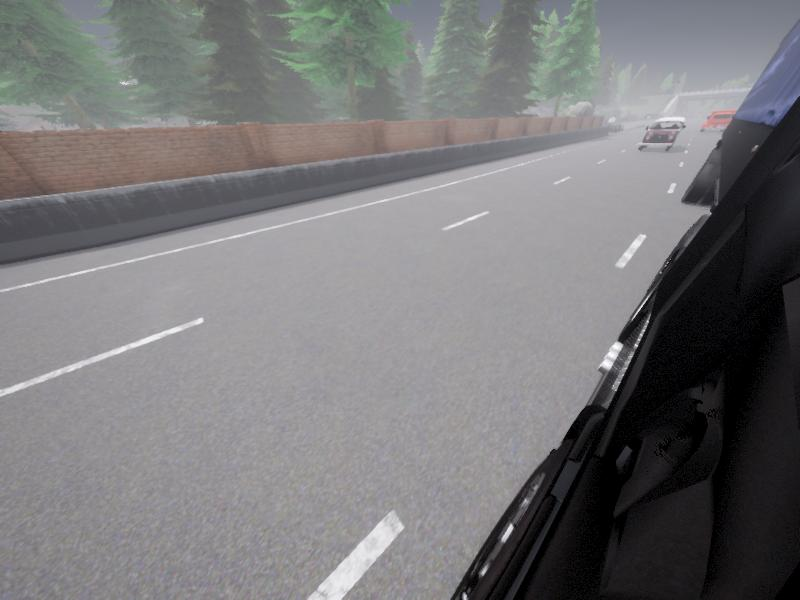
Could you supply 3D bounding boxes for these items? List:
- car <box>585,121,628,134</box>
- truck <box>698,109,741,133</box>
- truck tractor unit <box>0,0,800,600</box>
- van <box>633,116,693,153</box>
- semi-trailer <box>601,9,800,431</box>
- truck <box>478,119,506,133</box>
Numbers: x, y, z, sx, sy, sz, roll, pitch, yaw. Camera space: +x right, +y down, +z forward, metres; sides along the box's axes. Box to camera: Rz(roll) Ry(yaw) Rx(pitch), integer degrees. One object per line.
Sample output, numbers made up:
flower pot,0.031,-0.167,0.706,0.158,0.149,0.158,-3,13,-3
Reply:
car,35.363,-29.699,39.749,2.038,1.542,4.974,-25,45,-27
truck,45.217,-25.465,32.891,5.204,2.467,2.627,-32,46,-33
truck tractor unit,2.645,-0.295,0.351,6.516,4.208,3.053,-28,44,-30
van,19.900,-12.541,17.483,4.480,2.038,2.069,-32,46,-33
semi-trailer,8.535,-3.704,4.392,14.254,4.402,2.717,-30,45,-32
truck,21.892,-41.570,55.264,2.627,2.467,5.204,-31,45,-32
